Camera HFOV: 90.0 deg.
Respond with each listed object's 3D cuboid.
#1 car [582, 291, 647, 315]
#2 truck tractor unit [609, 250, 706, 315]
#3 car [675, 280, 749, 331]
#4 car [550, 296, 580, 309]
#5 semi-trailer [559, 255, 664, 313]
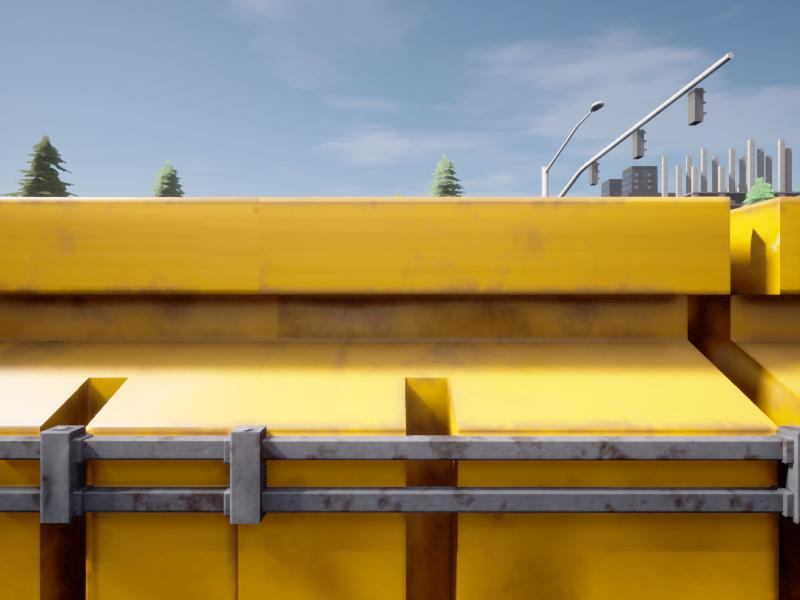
[{"bbox_3d":[14.948,0.224,28.200,2.038,1.542,4.974,0,0,2],"label":"car"},{"bbox_3d":[18.485,-1.124,29.314,3.053,4.208,6.516,0,0,2],"label":"truck tractor unit"},{"bbox_3d":[11.912,0.169,15.535,1.930,1.638,5.238,1,1,35],"label":"car"},{"bbox_3d":[18.960,0.250,46.204,1.970,1.475,3.806,0,0,2],"label":"car"},{"bbox_3d":[18.752,-1.221,37.221,2.717,4.402,14.254,0,0,2],"label":"semi-trailer"}]
